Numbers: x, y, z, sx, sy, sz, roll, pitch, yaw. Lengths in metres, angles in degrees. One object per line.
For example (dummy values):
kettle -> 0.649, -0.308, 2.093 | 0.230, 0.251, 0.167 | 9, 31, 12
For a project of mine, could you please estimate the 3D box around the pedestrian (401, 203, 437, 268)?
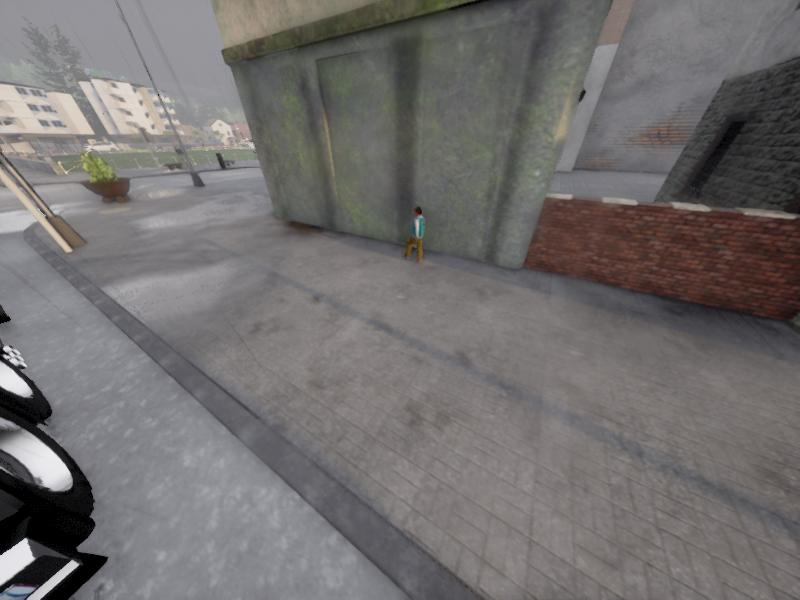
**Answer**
pedestrian -> 0.362, -1.290, 4.662 | 0.500, 1.100, 0.500 | 22, 40, 28

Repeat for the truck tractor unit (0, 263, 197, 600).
truck tractor unit -> -5.107, -0.305, 0.780 | 6.516, 4.208, 3.053 | 19, 39, 24

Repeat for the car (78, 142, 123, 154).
car -> -67.695, -34.536, 52.317 | 2.150, 2.045, 5.566 | 18, 39, 24
